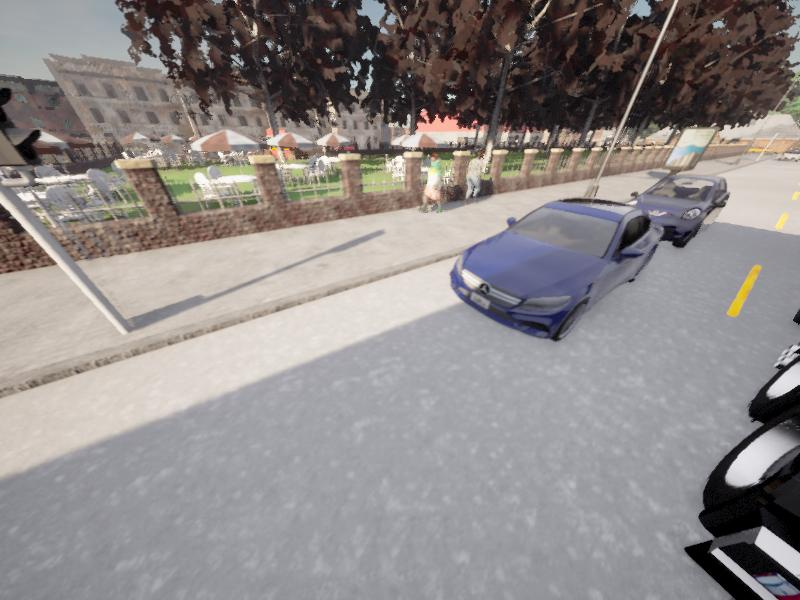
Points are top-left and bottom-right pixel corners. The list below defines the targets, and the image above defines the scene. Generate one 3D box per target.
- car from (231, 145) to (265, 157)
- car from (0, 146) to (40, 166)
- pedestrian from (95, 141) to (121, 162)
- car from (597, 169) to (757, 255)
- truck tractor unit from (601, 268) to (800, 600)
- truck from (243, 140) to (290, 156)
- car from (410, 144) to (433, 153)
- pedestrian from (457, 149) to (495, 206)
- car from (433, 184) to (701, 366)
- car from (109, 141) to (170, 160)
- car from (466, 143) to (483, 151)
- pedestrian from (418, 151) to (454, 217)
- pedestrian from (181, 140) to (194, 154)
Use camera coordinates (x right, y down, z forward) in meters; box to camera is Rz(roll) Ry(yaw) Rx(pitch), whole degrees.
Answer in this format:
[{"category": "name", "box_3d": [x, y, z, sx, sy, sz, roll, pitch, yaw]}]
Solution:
[{"category": "car", "box_3d": [-22.587, -22.262, 34.473, 3.806, 1.475, 1.970, -21, 40, -28]}, {"category": "car", "box_3d": [-38.685, -13.692, 21.965, 1.882, 1.535, 5.008, -8, 35, -11]}, {"category": "pedestrian", "box_3d": [-30.794, -15.677, 24.381, 0.751, 1.860, 0.751, -13, 37, -18]}, {"category": "car", "box_3d": [7.858, -2.705, 6.622, 3.633, 1.501, 1.845, -21, 40, -27]}, {"category": "truck tractor unit", "box_3d": [5.118, -0.293, 0.769, 6.516, 4.208, 3.053, -18, 39, -24]}, {"category": "truck", "box_3d": [-22.162, -25.472, 38.542, 6.274, 2.098, 2.390, -21, 40, -27]}, {"category": "car", "box_3d": [4.535, -32.448, 49.313, 4.514, 1.525, 2.007, -20, 40, -27]}, {"category": "pedestrian", "box_3d": [2.921, -4.765, 9.022, 0.751, 1.860, 0.751, -20, 40, -27]}, {"category": "car", "box_3d": [3.030, -0.951, 4.134, 4.674, 1.442, 1.812, -21, 40, -28]}, {"category": "car", "box_3d": [-32.516, -18.843, 29.119, 4.605, 1.855, 1.932, -25, 41, -32]}, {"category": "car", "box_3d": [18.399, -37.621, 56.851, 3.705, 1.549, 1.789, -21, 40, -27]}, {"category": "pedestrian", "box_3d": [1.149, -3.877, 7.730, 0.751, 1.860, 0.751, -13, 37, -18]}, {"category": "pedestrian", "box_3d": [-33.673, -24.212, 36.612, 0.751, 1.860, 0.751, -22, 41, -29]}]
